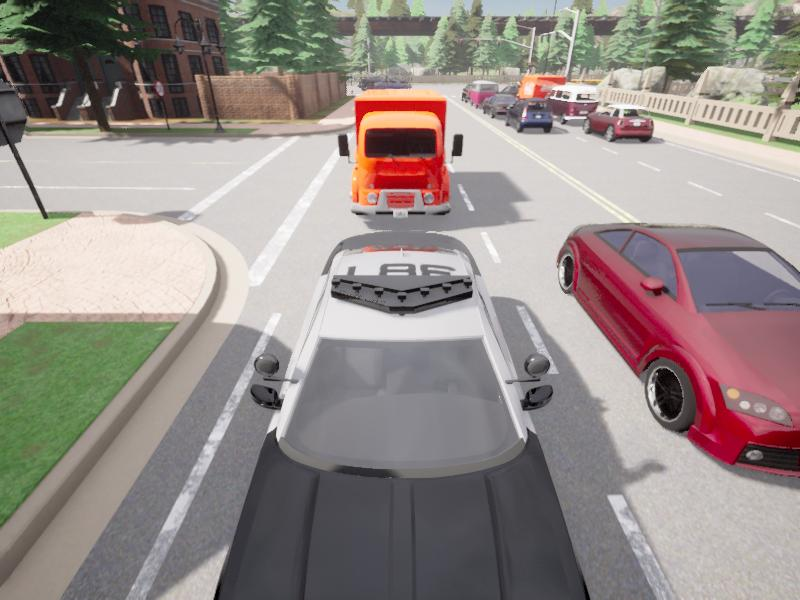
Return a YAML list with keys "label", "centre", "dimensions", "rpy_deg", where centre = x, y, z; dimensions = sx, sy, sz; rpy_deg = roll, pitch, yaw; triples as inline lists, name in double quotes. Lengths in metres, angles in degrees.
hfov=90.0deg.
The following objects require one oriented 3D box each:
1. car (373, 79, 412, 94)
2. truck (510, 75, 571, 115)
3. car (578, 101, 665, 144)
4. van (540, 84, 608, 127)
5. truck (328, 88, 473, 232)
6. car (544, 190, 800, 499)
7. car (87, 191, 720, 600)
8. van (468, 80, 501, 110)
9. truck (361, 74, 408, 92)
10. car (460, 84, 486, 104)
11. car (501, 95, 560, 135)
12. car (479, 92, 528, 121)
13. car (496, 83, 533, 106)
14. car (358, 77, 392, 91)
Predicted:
- label: "car"
  centre: [-0.963, -28.034, 52.406]
  dimensions: [5.027, 1.651, 2.152]
  rpy_deg: [0, 30, 0]
- label: "truck"
  centre: [10.521, -15.730, 30.509]
  dimensions: [2.627, 2.467, 5.204]
  rpy_deg: [0, 30, 0]
- label: "car"
  centre: [10.515, -8.650, 19.371]
  dimensions: [1.970, 1.475, 3.806]
  rpy_deg: [0, 30, 0]
- label: "van"
  centre: [10.516, -12.045, 24.624]
  dimensions: [2.069, 2.038, 4.480]
  rpy_deg: [0, 30, 0]
- label: "truck"
  centre: [0.010, -3.827, 10.116]
  dimensions: [2.627, 2.467, 5.204]
  rpy_deg: [0, 31, 0]
- label: "car"
  centre: [3.500, -0.040, 4.733]
  dimensions: [1.994, 1.385, 4.181]
  rpy_deg: [0, 30, -1]
- label: "car"
  centre: [0.012, 0.615, 3.355]
  dimensions: [1.930, 1.638, 5.238]
  rpy_deg: [0, 30, 0]
- label: "van"
  centre: [7.019, -17.381, 33.812]
  dimensions: [1.775, 1.987, 4.442]
  rpy_deg: [0, 30, 0]
- label: "truck"
  centre: [-2.076, -30.007, 55.312]
  dimensions: [6.274, 2.098, 2.390]
  rpy_deg: [0, 30, 0]
- label: "car"
  centre: [7.021, -20.101, 38.898]
  dimensions: [1.789, 1.549, 3.705]
  rpy_deg: [0, 30, 0]
- label: "car"
  centre: [7.017, -10.226, 21.938]
  dimensions: [1.851, 1.617, 3.988]
  rpy_deg: [0, 30, 0]
- label: "car"
  centre: [7.019, -13.543, 27.828]
  dimensions: [2.033, 1.411, 5.357]
  rpy_deg: [0, 30, 0]
- label: "car"
  centre: [10.520, -19.150, 37.198]
  dimensions: [2.033, 1.649, 4.856]
  rpy_deg: [0, 30, 0]
- label: "car"
  centre: [-3.614, -31.572, 58.460]
  dimensions: [4.856, 1.649, 2.033]
  rpy_deg: [0, 30, 0]
